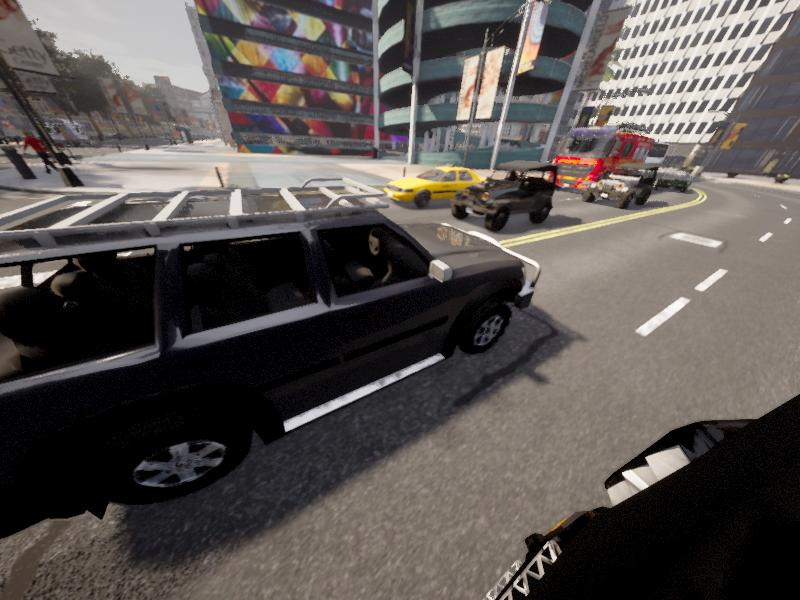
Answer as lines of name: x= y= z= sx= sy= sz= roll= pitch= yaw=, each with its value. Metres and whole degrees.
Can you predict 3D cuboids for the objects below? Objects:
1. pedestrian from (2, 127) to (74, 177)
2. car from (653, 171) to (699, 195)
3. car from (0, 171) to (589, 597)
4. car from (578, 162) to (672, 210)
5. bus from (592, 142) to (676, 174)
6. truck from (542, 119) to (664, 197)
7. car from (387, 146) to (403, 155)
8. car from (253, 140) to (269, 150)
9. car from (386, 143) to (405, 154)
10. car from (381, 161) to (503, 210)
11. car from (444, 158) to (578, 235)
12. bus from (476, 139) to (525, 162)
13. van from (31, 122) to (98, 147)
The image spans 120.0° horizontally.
pedestrian: x=-16.377 y=-6.708 z=10.542 sx=0.751 sy=1.860 sz=0.751 roll=3 pitch=34 yaw=-1
car: x=22.615 y=-9.766 z=19.055 sx=1.895 sy=1.301 sz=4.718 roll=31 pitch=43 yaw=34
car: x=-0.695 y=-0.175 z=2.419 sx=4.605 sy=1.855 sz=1.932 roll=-16 pitch=38 yaw=-26
car: x=11.775 y=-6.064 z=12.155 sx=3.866 sy=1.878 sz=1.905 roll=-16 pitch=39 yaw=-27
bus: x=40.852 y=-25.563 z=41.320 sx=3.944 sy=4.253 sz=10.273 roll=2 pitch=34 yaw=-2
truck: x=14.355 y=-9.911 z=16.334 sx=8.468 sy=3.827 sz=2.891 roll=-20 pitch=40 yaw=-30
car: x=-1.314 y=-37.871 z=58.491 sx=2.007 sy=1.523 sz=4.514 roll=-16 pitch=38 yaw=-26
car: x=-27.044 y=-30.133 z=44.917 sx=2.161 sy=1.482 sz=4.786 roll=-16 pitch=38 yaw=-26
car: x=-1.267 y=-38.167 z=58.231 sx=2.435 sy=2.045 sz=5.566 roll=-16 pitch=38 yaw=-26
car: x=1.939 y=-5.329 z=10.546 sx=5.366 sy=1.575 sz=1.801 roll=-16 pitch=38 yaw=-26
car: x=3.774 y=-3.729 z=8.042 sx=3.866 sy=1.878 sz=1.905 roll=-17 pitch=39 yaw=-27
bus: x=24.500 y=-37.095 z=57.095 sx=3.944 sy=4.253 sz=10.273 roll=-16 pitch=38 yaw=-26
van: x=-43.661 y=-21.708 z=30.395 sx=2.351 sy=2.431 sz=6.366 roll=-16 pitch=38 yaw=-26
